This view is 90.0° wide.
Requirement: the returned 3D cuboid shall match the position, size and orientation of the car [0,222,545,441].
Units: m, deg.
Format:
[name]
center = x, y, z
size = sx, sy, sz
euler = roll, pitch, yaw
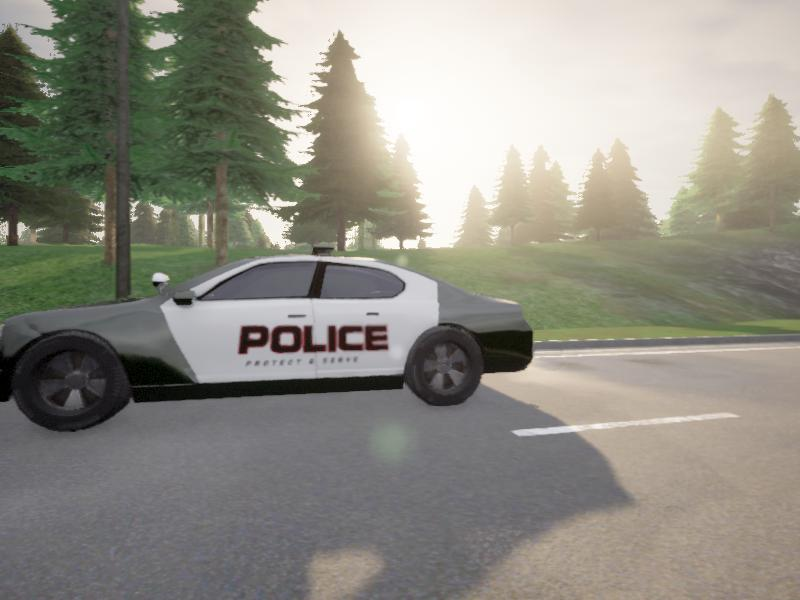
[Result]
[car]
center = -1.266, 0.230, 4.254
size = 4.974, 1.542, 2.038
euler = 0, 0, -14
